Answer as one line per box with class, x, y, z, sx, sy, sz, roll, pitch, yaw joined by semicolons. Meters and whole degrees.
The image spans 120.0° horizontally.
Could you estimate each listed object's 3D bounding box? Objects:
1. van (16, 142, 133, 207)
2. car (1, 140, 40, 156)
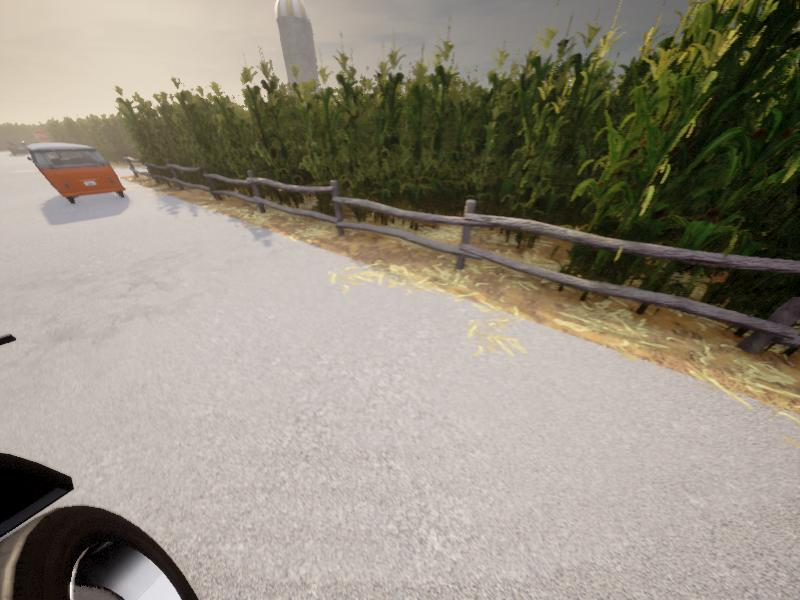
van;-13.974;-5.544;9.943;4.442;1.987;1.775;22;41;28
car;-53.660;-21.527;32.683;4.611;1.667;2.242;22;41;28
